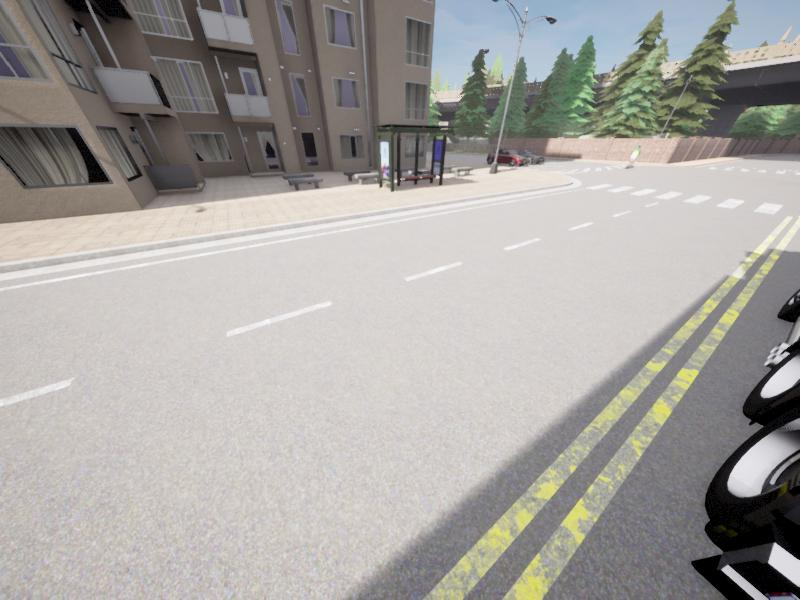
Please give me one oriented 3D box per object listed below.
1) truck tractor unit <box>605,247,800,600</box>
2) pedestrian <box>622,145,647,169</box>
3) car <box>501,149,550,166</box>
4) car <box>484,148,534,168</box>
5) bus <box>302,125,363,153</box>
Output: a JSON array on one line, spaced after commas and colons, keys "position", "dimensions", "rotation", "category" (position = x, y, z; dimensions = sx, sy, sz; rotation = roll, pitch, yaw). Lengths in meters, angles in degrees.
[{"position": [5.081, -0.329, 0.822], "dimensions": [6.516, 4.208, 3.053], "rotation": [-19, 39, -25], "category": "truck tractor unit"}, {"position": [21.594, -13.172, 21.306], "dimensions": [0.751, 1.860, 0.751], "rotation": [-18, 39, -24], "category": "pedestrian"}, {"position": [13.809, -15.899, 25.635], "dimensions": [1.994, 1.385, 4.181], "rotation": [-20, 40, -27], "category": "car"}, {"position": [11.060, -14.708, 23.810], "dimensions": [1.816, 1.474, 4.193], "rotation": [-20, 39, -26], "category": "car"}, {"position": [-13.043, -31.646, 45.514], "dimensions": [10.273, 4.253, 3.944], "rotation": [5, 34, 7], "category": "bus"}]
